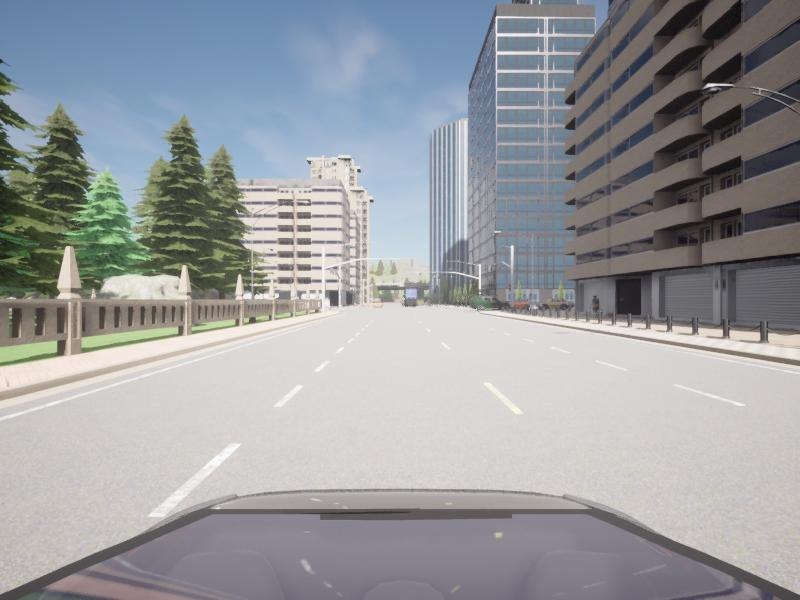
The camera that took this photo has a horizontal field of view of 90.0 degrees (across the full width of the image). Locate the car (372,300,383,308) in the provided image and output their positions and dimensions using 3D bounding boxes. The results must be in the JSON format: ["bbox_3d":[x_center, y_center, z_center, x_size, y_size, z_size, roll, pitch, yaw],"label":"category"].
[{"bbox_3d":[-4.388,0.802,78.578,1.801,1.575,5.366,0,0,-1],"label":"car"}]

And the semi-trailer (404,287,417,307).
[{"bbox_3d":[2.414,-0.618,96.763,2.717,4.402,14.254,0,0,-1],"label":"semi-trailer"}]

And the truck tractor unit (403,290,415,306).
[{"bbox_3d":[2.309,-0.516,104.674,3.053,4.208,6.516,0,0,-1],"label":"truck tractor unit"}]

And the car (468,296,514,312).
[{"bbox_3d":[11.947,0.513,52.761,5.566,2.045,2.150,0,0,0],"label":"car"}]

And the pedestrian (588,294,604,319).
[{"bbox_3d":[14.700,0.483,30.040,0.751,1.860,0.751,0,0,-9],"label":"pedestrian"}]

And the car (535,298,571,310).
[{"bbox_3d":[22.836,0.597,59.821,4.605,1.855,1.932,0,0,0],"label":"car"}]

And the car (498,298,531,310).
[{"bbox_3d":[18.110,0.639,63.311,4.553,1.767,2.097,0,0,0],"label":"car"}]

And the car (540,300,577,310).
[{"bbox_3d":[25.061,0.781,63.333,4.902,1.511,2.128,0,0,0],"label":"car"}]
